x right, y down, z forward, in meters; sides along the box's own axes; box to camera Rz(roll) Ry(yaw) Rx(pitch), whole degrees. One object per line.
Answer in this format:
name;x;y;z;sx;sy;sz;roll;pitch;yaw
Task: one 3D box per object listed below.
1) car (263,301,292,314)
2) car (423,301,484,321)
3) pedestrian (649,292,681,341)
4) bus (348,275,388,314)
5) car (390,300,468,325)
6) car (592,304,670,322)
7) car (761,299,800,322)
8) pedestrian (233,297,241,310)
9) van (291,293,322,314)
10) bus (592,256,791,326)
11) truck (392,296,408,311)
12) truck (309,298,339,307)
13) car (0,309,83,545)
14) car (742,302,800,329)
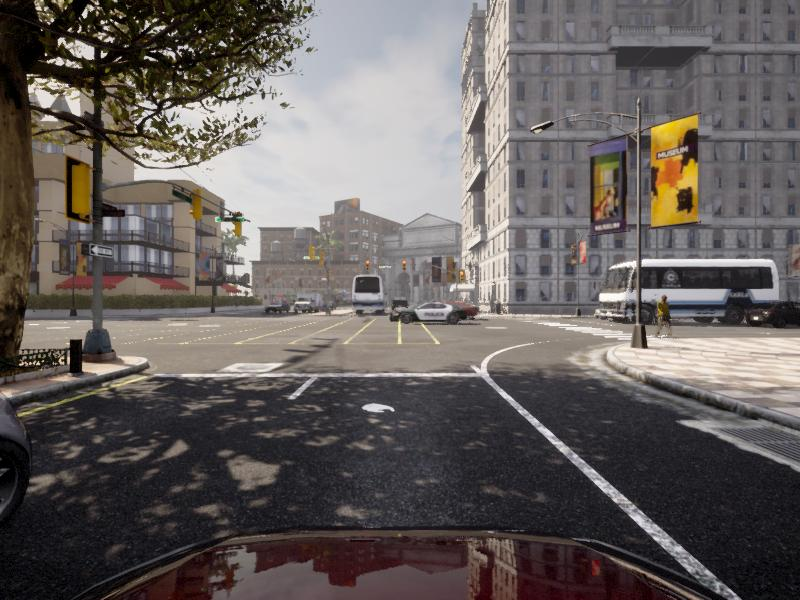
car;-15.001;0.888;49.342;2.033;1.411;5.357;0;0;0
car;4.332;0.865;32.946;4.674;1.442;1.812;0;1;35
pedestrian;10.432;0.635;15.787;0.751;1.860;0.751;0;0;-3
bus;-3.622;-0.544;47.935;3.944;4.253;10.273;0;0;0
car;1.842;0.818;26.401;4.974;1.542;2.038;0;0;0
car;17.237;0.939;29.988;4.718;1.301;1.895;0;0;0
car;30.454;0.752;30.040;4.611;1.667;2.242;0;0;0
pedestrian;-22.230;0.477;54.648;0.751;1.860;0.751;0;0;1
van;-11.502;0.371;49.802;2.351;2.431;6.366;0;0;0
bus;18.722;-0.538;26.377;10.273;4.253;3.944;0;0;0
truck;0.000;0.534;59.649;2.390;2.098;6.274;0;0;0
truck;-17.250;0.527;91.156;6.274;2.098;2.390;0;0;11
car;-3.492;0.826;1.425;1.845;1.501;3.633;0;0;0
car;22.546;0.851;23.029;4.193;1.474;1.816;0;0;0
